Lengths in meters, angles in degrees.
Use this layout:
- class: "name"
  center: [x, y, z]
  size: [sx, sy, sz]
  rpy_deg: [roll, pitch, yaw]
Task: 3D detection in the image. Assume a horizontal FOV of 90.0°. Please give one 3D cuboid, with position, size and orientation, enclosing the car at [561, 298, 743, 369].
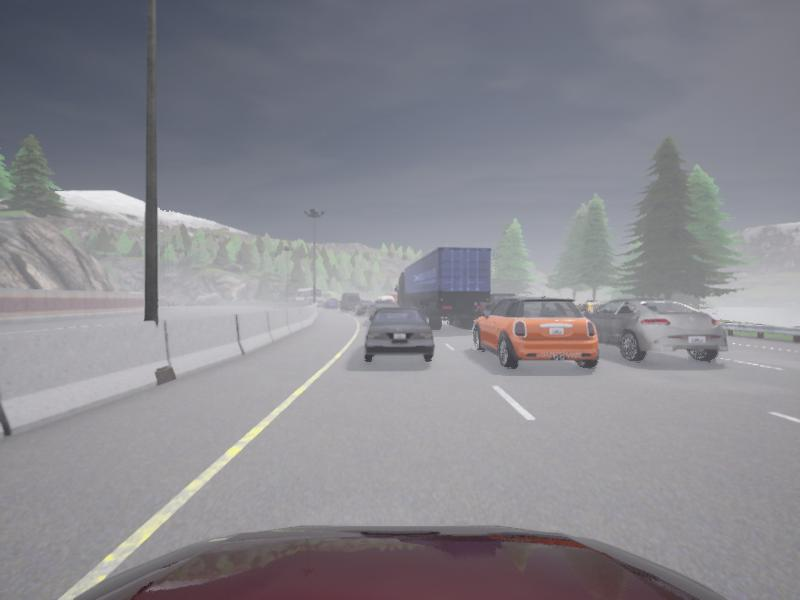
- class: "car"
  center: [6.902, 0.781, 11.872]
  size: [2.152, 1.651, 5.027]
  rpy_deg: [0, 0, -1]

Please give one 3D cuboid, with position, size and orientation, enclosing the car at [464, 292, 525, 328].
- class: "car"
  center: [5.976, 0.569, 26.035]
  size: [2.150, 2.045, 5.566]
  rpy_deg: [0, 0, -6]

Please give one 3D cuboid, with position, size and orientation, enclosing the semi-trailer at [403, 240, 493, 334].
- class: "semi-trailer"
  center: [2.343, -0.622, 25.949]
  size: [2.717, 4.402, 14.254]
  rpy_deg: [0, 0, -6]

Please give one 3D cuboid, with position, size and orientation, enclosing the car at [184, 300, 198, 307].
- class: "car"
  center: [-51.678, 0.860, 98.893]
  size: [2.007, 1.525, 4.514]
  rpy_deg: [0, 0, -41]

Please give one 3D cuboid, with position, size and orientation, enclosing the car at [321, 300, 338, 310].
- class: "car"
  center: [-12.067, 0.825, 68.236]
  size: [2.007, 1.525, 4.514]
  rpy_deg: [0, 0, -22]

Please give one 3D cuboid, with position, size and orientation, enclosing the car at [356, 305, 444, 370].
- class: "car"
  center: [-0.082, 0.894, 11.864]
  size: [2.033, 1.411, 5.357]
  rpy_deg: [0, 0, -2]

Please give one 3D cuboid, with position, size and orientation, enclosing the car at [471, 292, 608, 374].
- class: "car"
  center: [3.423, 0.697, 10.916]
  size: [2.097, 1.767, 4.553]
  rpy_deg: [0, 0, -1]

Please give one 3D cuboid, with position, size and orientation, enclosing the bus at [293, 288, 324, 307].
- class: "bus"
  center: [-21.488, -0.538, 93.445]
  size: [3.944, 4.253, 10.273]
  rpy_deg: [0, 0, -32]

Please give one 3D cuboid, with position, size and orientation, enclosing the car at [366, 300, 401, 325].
- class: "car"
  center: [-1.219, 0.821, 27.323]
  size: [2.038, 1.542, 4.974]
  rpy_deg: [0, 0, -7]

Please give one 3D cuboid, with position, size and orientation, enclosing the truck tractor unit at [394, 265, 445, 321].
- class: "truck tractor unit"
  center: [1.427, -0.528, 33.811]
  size: [3.053, 4.208, 6.516]
  rpy_deg: [0, 0, -9]

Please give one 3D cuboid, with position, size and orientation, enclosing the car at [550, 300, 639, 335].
- class: "car"
  center: [9.949, 0.800, 21.060]
  size: [1.801, 1.575, 5.366]
  rpy_deg: [0, 0, -4]

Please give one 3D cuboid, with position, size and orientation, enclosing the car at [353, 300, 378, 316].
- class: "car"
  center: [-3.636, 0.823, 41.612]
  size: [2.038, 1.542, 4.974]
  rpy_deg: [0, 0, -12]

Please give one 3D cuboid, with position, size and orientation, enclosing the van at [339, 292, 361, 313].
- class: "van"
  center: [-6.830, 0.320, 53.925]
  size: [1.988, 2.561, 5.915]
  rpy_deg: [0, 0, -17]
